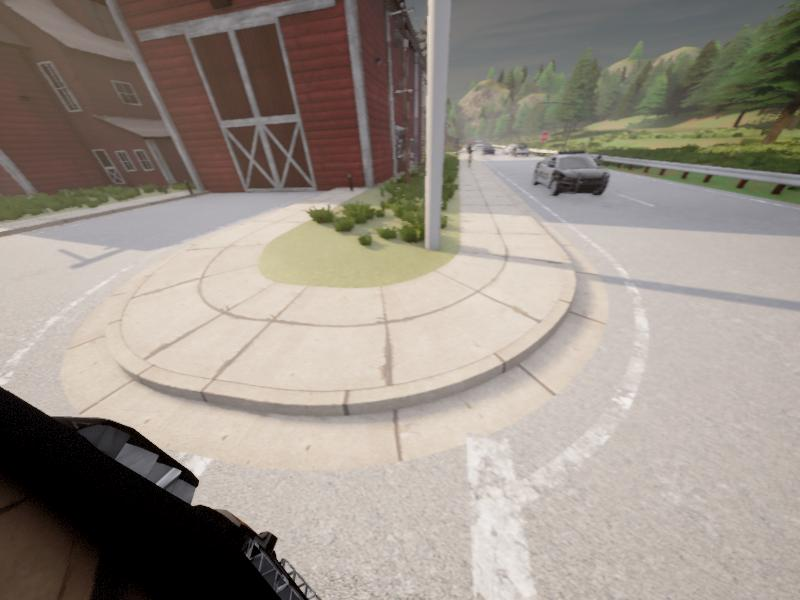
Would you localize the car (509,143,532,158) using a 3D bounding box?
[{"bbox_3d":[16.938,-21.134,32.572,1.851,1.617,3.988,4,35,11],"label":"car"}]

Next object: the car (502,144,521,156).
[{"bbox_3d":[18.364,-24.940,38.268,1.812,1.442,4.674,4,35,11],"label":"car"}]

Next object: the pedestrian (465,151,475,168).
[{"bbox_3d":[6.302,-12.633,20.762,0.751,1.300,0.751,7,35,14],"label":"pedestrian"}]

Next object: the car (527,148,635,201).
[{"bbox_3d":[7.863,-6.062,10.854,1.930,1.638,5.238,4,35,11],"label":"car"}]

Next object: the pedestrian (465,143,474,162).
[{"bbox_3d":[8.052,-17.146,26.836,0.751,1.860,0.751,4,35,11],"label":"pedestrian"}]

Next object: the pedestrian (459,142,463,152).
[{"bbox_3d":[14.189,-35.598,53.808,0.751,1.860,0.751,7,35,15],"label":"pedestrian"}]

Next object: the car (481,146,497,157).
[{"bbox_3d":[14.949,-25.155,39.010,1.895,1.301,4.718,4,35,11],"label":"car"}]

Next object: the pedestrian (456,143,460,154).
[{"bbox_3d":[12.981,-33.844,51.570,0.751,1.860,0.751,5,35,12],"label":"pedestrian"}]

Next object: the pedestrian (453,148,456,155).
[{"bbox_3d":[10.517,-28.700,44.523,0.500,1.100,0.500,5,35,12],"label":"pedestrian"}]

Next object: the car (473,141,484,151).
[{"bbox_3d":[20.092,-39.485,59.257,2.150,2.045,5.566,4,35,11],"label":"car"}]
